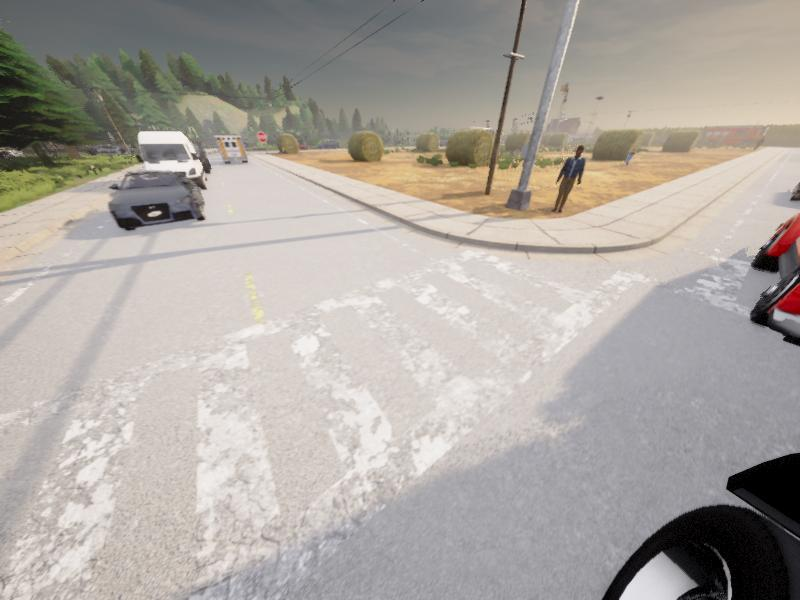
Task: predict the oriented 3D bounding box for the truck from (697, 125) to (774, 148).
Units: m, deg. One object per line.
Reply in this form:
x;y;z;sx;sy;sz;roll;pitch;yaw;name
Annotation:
73.005;-35.874;50.628;2.891;3.827;8.468;-22;40;-27;truck

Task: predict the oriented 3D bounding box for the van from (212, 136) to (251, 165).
-18.516;-16.452;25.274;2.351;2.431;6.366;-21;40;-27;van

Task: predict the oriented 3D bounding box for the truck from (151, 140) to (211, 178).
-16.715;-11.183;18.088;2.390;2.098;6.274;-21;40;-27;truck

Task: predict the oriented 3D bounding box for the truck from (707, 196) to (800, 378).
6.953;-0.718;2.681;5.204;2.467;2.627;-22;41;-28;truck

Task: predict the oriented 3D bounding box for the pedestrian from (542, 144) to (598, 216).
5.186;-3.684;7.122;0.751;1.860;0.751;22;41;29;pedestrian

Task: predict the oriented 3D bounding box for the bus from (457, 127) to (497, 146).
21.430;-45.607;64.481;10.273;4.253;3.944;-20;40;-25;bus

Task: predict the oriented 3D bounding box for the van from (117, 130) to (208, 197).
-12.332;-7.604;12.601;1.988;2.561;5.915;-21;40;-27;van

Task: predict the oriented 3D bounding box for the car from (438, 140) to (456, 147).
12.320;-41.169;60.697;4.193;1.474;1.816;-20;40;-25;car

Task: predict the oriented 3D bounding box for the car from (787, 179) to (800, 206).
17.405;-4.553;8.949;4.181;1.385;1.994;-23;41;-28;car

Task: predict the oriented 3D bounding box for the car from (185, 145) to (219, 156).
-31.774;-24.160;37.266;1.895;1.301;4.718;-4;36;-5;car

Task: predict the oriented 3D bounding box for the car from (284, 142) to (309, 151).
-21.245;-31.645;47.558;4.193;1.474;1.816;-19;39;-25;car

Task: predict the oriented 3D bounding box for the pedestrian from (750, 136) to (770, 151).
53.595;-23.319;34.411;0.751;1.860;0.751;-19;39;-24;pedestrian

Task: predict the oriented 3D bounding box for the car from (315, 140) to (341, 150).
-15.627;-33.700;50.270;4.856;1.649;2.033;-20;40;-24;car

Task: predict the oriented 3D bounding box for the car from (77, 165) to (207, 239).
-8.144;-3.564;7.857;1.994;1.385;4.181;-22;40;-27;car

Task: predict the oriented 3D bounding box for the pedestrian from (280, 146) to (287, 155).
-16.786;-21.558;33.316;0.500;1.100;0.500;-27;43;-32;pedestrian

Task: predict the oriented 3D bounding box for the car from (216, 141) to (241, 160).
-22.533;-19.656;30.311;1.905;1.878;3.866;-21;40;-27;car

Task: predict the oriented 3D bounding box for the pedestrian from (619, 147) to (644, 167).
18.488;-11.482;18.500;0.751;1.300;0.751;-17;38;-22;pedestrian

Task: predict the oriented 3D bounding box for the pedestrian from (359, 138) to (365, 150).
-7.507;-31.019;45.895;0.751;1.860;0.751;-24;42;-30;pedestrian

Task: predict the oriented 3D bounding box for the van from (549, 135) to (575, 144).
54.592;-54.196;77.930;6.366;2.431;2.351;26;43;32;van
